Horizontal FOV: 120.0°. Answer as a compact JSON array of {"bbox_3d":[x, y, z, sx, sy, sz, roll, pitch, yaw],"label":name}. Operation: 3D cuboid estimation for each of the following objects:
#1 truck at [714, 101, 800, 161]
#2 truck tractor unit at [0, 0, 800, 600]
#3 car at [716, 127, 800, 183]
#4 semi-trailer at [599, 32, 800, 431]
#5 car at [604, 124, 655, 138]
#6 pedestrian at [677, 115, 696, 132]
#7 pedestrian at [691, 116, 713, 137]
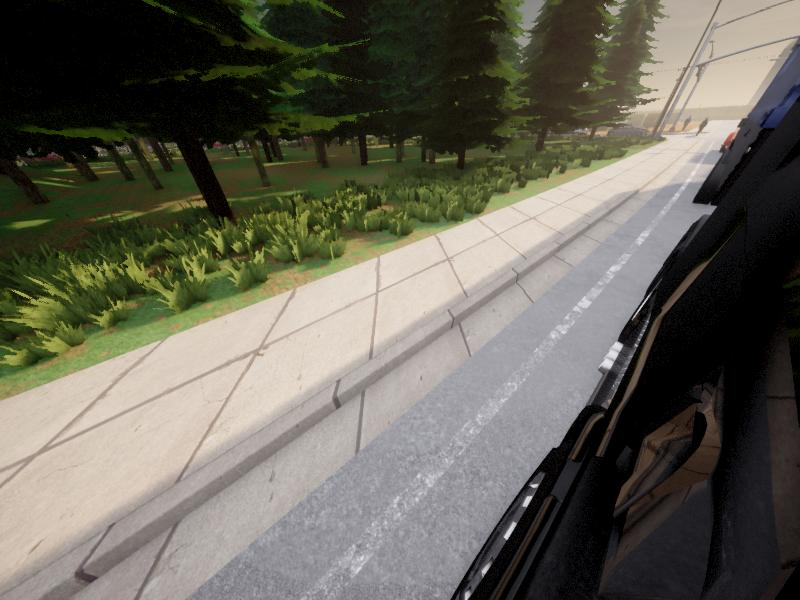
[{"bbox_3d":[21.377,-9.912,13.486,5.204,2.467,2.627,-30,44,-31],"label":"truck"},{"bbox_3d":[2.645,-0.295,0.351,6.516,4.208,3.053,-28,44,-30],"label":"truck tractor unit"},{"bbox_3d":[15.883,-6.350,9.891,4.902,1.511,2.128,-29,44,-30],"label":"car"},{"bbox_3d":[8.644,-3.642,4.278,14.254,4.402,2.717,-29,44,-30],"label":"semi-trailer"},{"bbox_3d":[29.389,-21.737,29.761,1.994,1.385,4.181,-29,44,-30],"label":"car"},{"bbox_3d":[40.189,-24.766,32.391,0.751,1.860,0.751,17,41,24],"label":"pedestrian"},{"bbox_3d":[34.829,-20.005,26.635,0.751,1.860,0.751,27,46,34],"label":"pedestrian"}]
